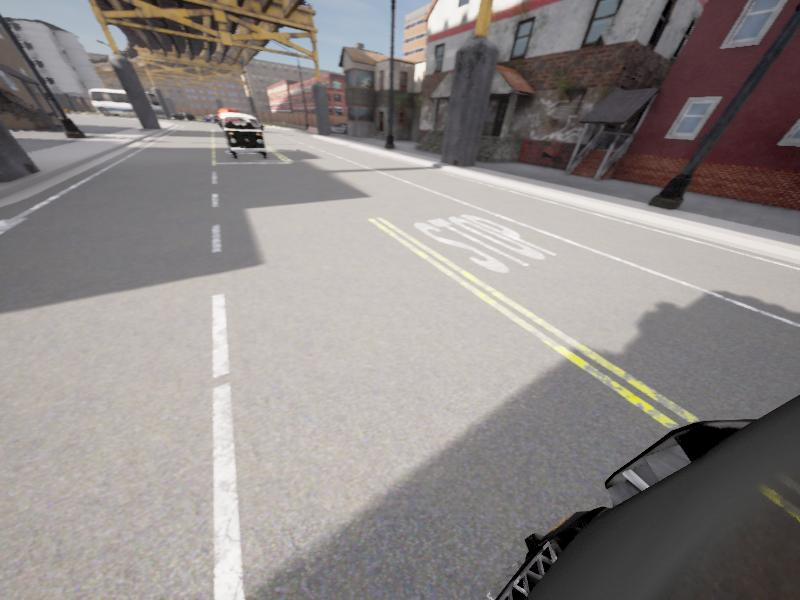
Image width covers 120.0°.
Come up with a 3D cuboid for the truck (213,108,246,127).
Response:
[{"bbox_3d":[-31.390,-33.661,42.581,5.204,2.467,2.627,27,43,27],"label":"truck"}]

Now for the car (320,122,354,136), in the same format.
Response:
[{"bbox_3d":[-10.383,-28.588,38.564,4.974,1.542,2.038,1,37,-4],"label":"car"}]

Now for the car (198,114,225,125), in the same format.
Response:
[{"bbox_3d":[-37.366,-35.901,45.865,3.806,1.475,1.970,17,39,16],"label":"car"}]

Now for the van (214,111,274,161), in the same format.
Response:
[{"bbox_3d":[-9.087,-9.537,13.376,2.069,2.038,4.480,-19,42,-27],"label":"van"}]

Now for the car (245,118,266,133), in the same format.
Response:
[{"bbox_3d":[-20.593,-24.931,32.906,1.845,1.501,3.633,-19,43,-27],"label":"car"}]

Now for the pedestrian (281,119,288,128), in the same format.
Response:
[{"bbox_3d":[-23.330,-35.573,46.496,0.751,1.300,0.751,31,45,31],"label":"pedestrian"}]

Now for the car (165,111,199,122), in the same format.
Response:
[{"bbox_3d":[-44.635,-37.641,47.395,4.892,1.490,1.837,6,37,3],"label":"car"}]

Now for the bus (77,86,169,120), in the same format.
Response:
[{"bbox_3d":[-54.203,-38.859,45.851,10.273,4.253,3.944,-7,39,-13],"label":"bus"}]
